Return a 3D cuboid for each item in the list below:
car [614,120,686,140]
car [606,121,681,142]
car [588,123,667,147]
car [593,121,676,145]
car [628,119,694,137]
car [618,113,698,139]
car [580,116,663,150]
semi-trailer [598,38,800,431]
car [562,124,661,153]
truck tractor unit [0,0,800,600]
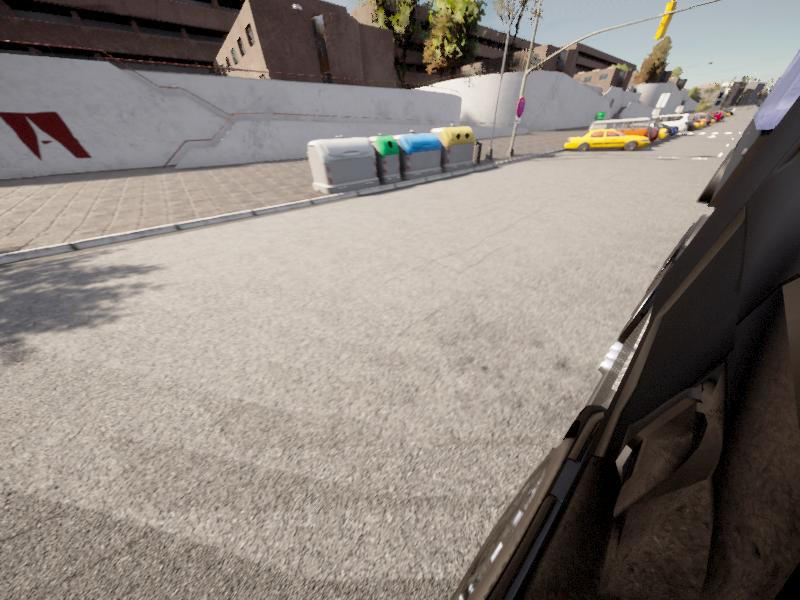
[{"bbox_3d":[27.419,-18.831,25.658,5.008,1.535,2.097,16,40,26],"label":"car"},{"bbox_3d":[25.144,-17.596,24.171,4.892,1.521,2.231,16,41,26],"label":"car"},{"bbox_3d":[20.553,-15.123,21.250,4.792,1.488,2.163,16,41,26],"label":"car"},{"bbox_3d":[22.697,-16.420,22.775,5.366,1.575,1.946,16,41,26],"label":"car"},{"bbox_3d":[31.980,-21.282,28.621,4.892,1.521,2.231,16,40,26],"label":"car"},{"bbox_3d":[29.660,-20.262,26.993,5.566,2.045,2.435,16,41,26],"label":"car"},{"bbox_3d":[18.387,-14.065,19.565,4.442,1.987,1.878,16,40,26],"label":"car"},{"bbox_3d":[8.680,-3.632,4.225,14.254,4.402,2.717,-28,44,-30],"label":"semi-trailer"},{"bbox_3d":[16.177,-12.637,18.191,5.366,1.575,1.946,16,40,26],"label":"car"},{"bbox_3d":[2.645,-0.295,0.351,6.516,4.208,3.053,-28,44,-30],"label":"truck tractor unit"}]
